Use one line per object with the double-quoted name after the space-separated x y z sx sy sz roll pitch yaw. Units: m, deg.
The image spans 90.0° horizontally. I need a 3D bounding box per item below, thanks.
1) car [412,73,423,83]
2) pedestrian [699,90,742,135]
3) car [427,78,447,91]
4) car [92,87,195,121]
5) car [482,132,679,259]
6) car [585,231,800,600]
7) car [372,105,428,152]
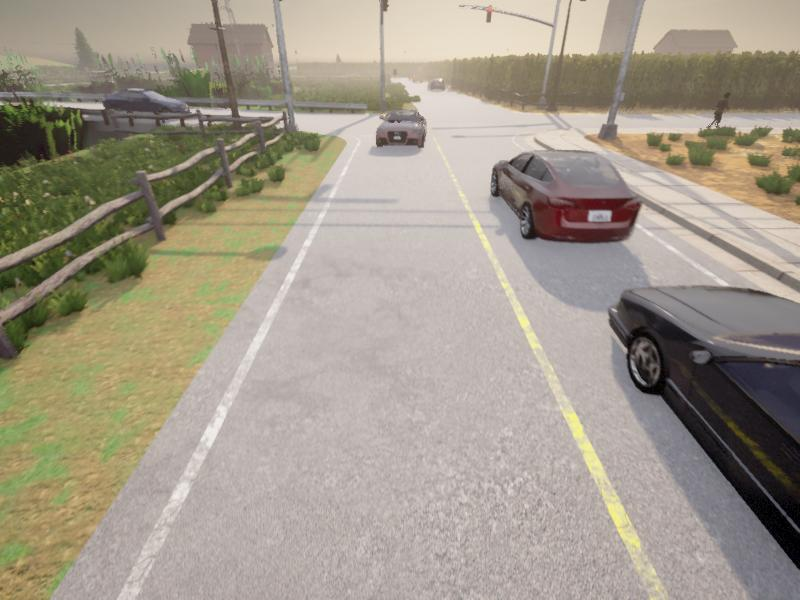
3.590 -45.727 82.400 1.801 1.575 5.366 -1 30 -3 "car"
15.291 -8.968 19.139 0.751 1.860 0.751 -2 30 -4 "pedestrian"
5.142 -30.580 56.665 2.163 1.488 4.792 -1 30 -3 "car"
-14.928 -11.560 23.511 4.674 1.442 1.812 4 30 1 "car"
3.430 -2.590 8.920 2.163 1.488 4.792 0 30 0 "car"
3.456 1.180 2.584 2.033 1.411 5.357 0 30 0 "car"
0.104 -7.626 17.613 1.994 1.385 4.181 3 30 5 "car"
